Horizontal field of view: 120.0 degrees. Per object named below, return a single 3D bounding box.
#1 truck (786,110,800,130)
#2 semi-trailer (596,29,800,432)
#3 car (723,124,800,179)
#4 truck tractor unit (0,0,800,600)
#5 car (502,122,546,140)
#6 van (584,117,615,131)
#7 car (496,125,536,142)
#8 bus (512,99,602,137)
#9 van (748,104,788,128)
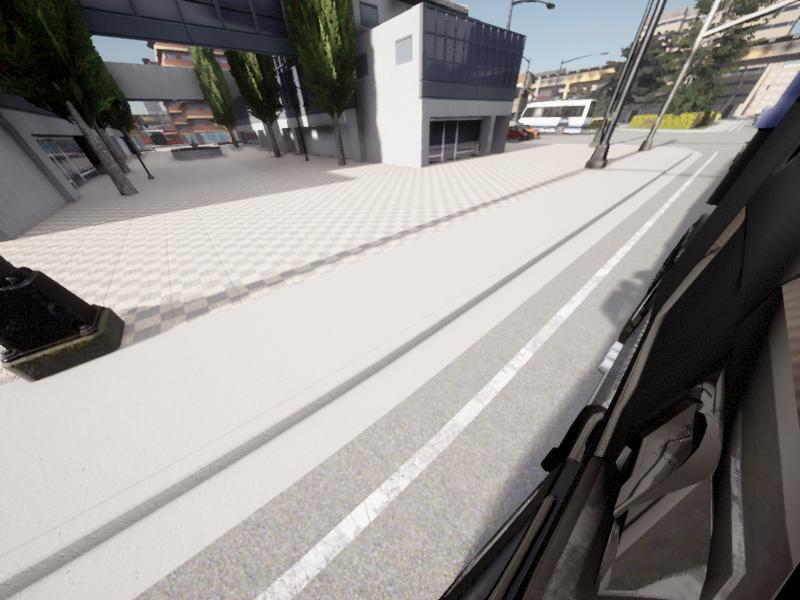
[{"bbox_3d":[50.230,-22.278,27.924,5.204,2.467,2.627,-29,44,-29],"label":"truck"},{"bbox_3d":[8.797,-3.546,4.114,14.254,4.402,2.717,-27,43,-29],"label":"semi-trailer"},{"bbox_3d":[16.674,-6.735,10.230,4.974,1.542,2.038,-28,44,-29],"label":"car"},{"bbox_3d":[2.645,-0.295,0.351,6.516,4.208,3.053,-28,44,-30],"label":"truck tractor unit"},{"bbox_3d":[16.892,-23.135,31.690,2.097,1.767,4.553,-28,44,-30],"label":"car"},{"bbox_3d":[37.633,-33.356,43.795,2.069,2.038,4.480,1,37,5],"label":"van"},{"bbox_3d":[14.714,-21.254,29.497,1.851,1.617,3.988,-28,44,-30],"label":"car"},{"bbox_3d":[24.172,-28.720,36.623,3.944,4.253,10.273,-28,46,-30],"label":"bus"},{"bbox_3d":[54.520,-27.345,34.309,5.915,2.561,1.988,-28,44,-30],"label":"van"}]
